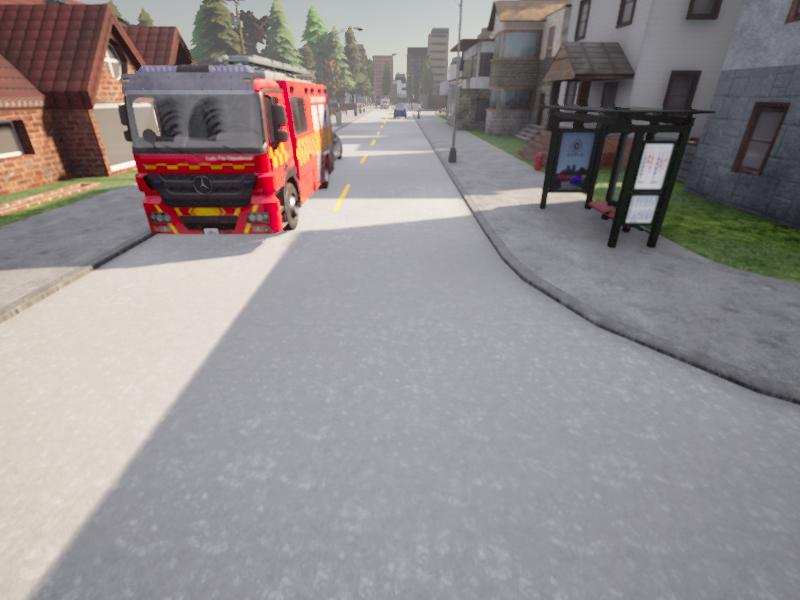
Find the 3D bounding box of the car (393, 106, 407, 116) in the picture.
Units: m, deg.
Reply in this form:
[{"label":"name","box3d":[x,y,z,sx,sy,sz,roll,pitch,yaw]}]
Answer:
[{"label":"car","box3d":[0.054,-35.257,74.450,2.007,1.525,4.514,4,27,8]}]

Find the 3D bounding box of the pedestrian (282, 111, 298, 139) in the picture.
[{"label":"pedestrian","box3d":[-8.161,-12.957,29.659,0.751,1.860,0.751,1,27,2]}]

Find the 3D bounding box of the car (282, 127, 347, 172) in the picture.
[{"label":"car","box3d":[-3.991,-7.501,19.660,2.128,1.511,4.902,0,27,0]}]

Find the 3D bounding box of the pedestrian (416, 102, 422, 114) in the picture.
[{"label":"pedestrian","box3d":[3.255,-33.116,69.057,0.751,1.860,0.751,-19,32,-32]}]

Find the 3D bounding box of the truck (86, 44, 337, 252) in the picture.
[{"label":"truck","box3d":[-3.999,-4.669,11.585,2.891,3.827,8.468,0,27,0]}]

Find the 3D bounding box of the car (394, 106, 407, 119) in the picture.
[{"label":"car","box3d":[0.019,-27.847,59.394,1.882,1.535,5.008,0,27,0]}]
